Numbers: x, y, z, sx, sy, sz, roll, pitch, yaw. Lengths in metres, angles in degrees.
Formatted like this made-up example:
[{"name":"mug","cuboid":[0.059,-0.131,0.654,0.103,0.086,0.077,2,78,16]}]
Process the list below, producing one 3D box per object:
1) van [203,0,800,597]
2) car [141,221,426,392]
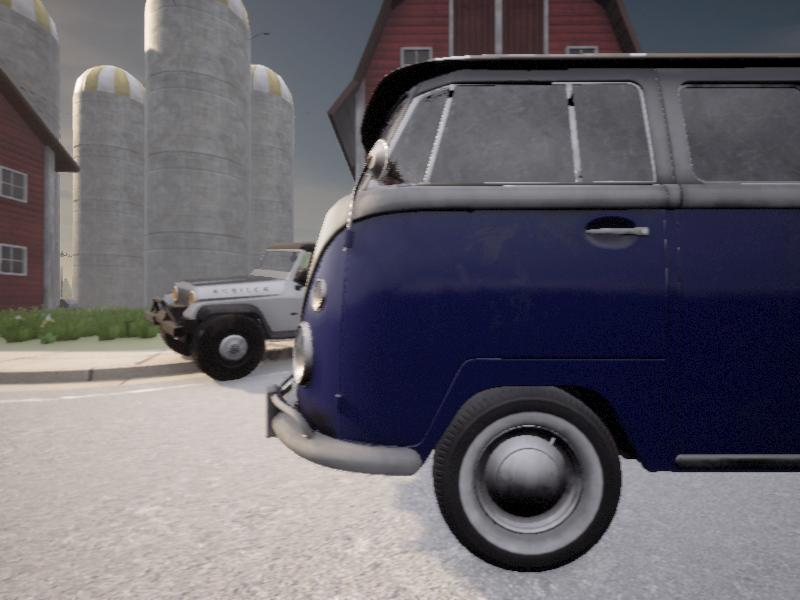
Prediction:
[{"name":"van","cuboid":[1.586,-0.032,2.187,4.442,1.987,1.775,0,1,0]},{"name":"car","cuboid":[-1.661,-0.054,6.371,3.866,1.878,1.905,-2,7,-42]}]
